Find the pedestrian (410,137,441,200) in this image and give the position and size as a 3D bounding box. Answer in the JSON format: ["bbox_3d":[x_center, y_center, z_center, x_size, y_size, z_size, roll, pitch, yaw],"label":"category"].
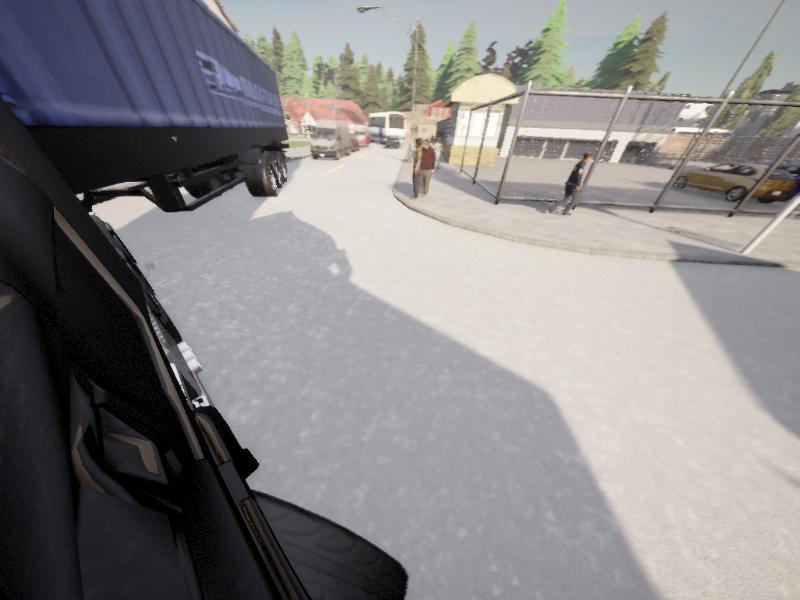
[{"bbox_3d":[0.905,-4.760,8.399,0.751,1.860,0.751,16,38,17],"label":"pedestrian"}]

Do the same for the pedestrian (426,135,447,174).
[{"bbox_3d":[2.126,-8.494,13.533,0.751,1.860,0.751,24,42,26],"label":"pedestrian"}]

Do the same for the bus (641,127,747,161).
[{"bbox_3d":[47.930,-25.812,38.213,10.273,4.253,3.944,2,37,0],"label":"bus"}]

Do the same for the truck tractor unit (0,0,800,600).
[{"bbox_3d":[-2.645,-0.295,0.351,6.516,4.208,3.053,28,44,30],"label":"truck tractor unit"}]

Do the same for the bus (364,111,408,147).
[{"bbox_3d":[-2.708,-29.172,39.404,3.944,4.253,10.273,-12,39,-21],"label":"bus"}]

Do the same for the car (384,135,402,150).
[{"bbox_3d":[-0.897,-21.996,32.115,2.128,1.511,4.902,4,36,1],"label":"car"}]

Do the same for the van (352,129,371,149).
[{"bbox_3d":[-5.088,-21.563,30.851,1.775,1.987,4.442,2,36,0],"label":"van"}]

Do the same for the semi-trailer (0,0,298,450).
[{"bbox_3d":[-5.440,-4.678,5.918,2.717,4.402,14.254,-6,38,-11],"label":"semi-trailer"}]

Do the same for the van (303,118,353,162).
[{"bbox_3d":[-5.653,-13.334,19.212,1.988,2.561,5.915,4,36,2],"label":"van"}]

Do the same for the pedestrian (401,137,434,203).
[{"bbox_3d":[0.576,-4.473,7.989,0.751,1.860,0.751,16,38,17],"label":"pedestrian"}]

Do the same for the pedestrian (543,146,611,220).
[{"bbox_3d":[5.240,-3.515,7.001,0.751,1.860,0.751,9,37,8],"label":"pedestrian"}]

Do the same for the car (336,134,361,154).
[{"bbox_3d":[-5.425,-16.827,24.784,1.789,1.549,3.705,3,36,1],"label":"car"}]
